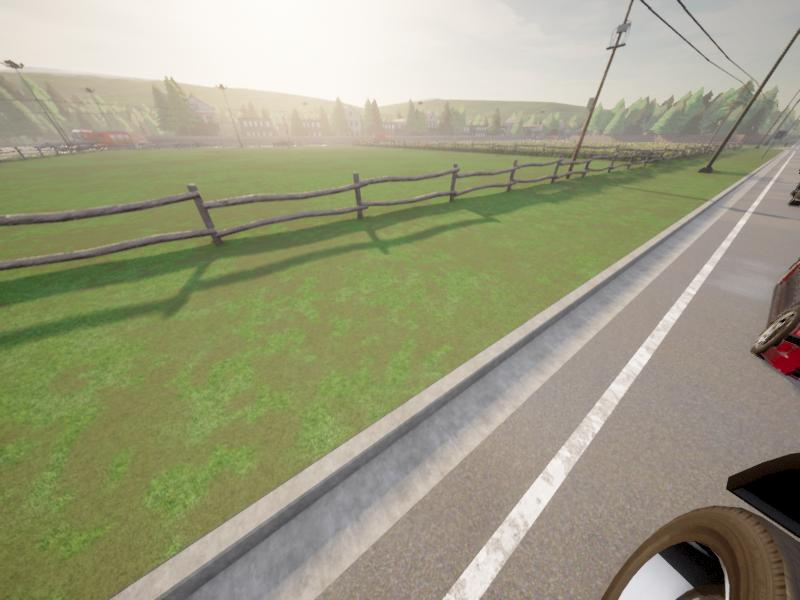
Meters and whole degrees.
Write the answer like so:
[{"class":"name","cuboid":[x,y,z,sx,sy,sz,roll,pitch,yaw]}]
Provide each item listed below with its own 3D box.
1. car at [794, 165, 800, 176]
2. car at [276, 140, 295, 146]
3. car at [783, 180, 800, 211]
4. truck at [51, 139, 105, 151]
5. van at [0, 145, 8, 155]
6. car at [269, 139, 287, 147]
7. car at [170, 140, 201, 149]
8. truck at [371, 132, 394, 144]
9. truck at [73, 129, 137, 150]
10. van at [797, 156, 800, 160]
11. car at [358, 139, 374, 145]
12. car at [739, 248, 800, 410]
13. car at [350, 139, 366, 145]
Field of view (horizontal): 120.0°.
[{"class":"car","cuboid":[29.883,-9.519,15.968,4.792,1.488,2.163,-22,41,-28]},{"class":"car","cuboid":[-36.524,-50.192,73.824,4.792,1.488,2.163,-22,41,-28]},{"class":"car","cuboid":[17.241,-4.467,8.749,5.027,1.651,2.152,-22,41,-28]},{"class":"truck","cuboid":[-70.191,-34.025,50.542,2.390,2.098,6.274,18,39,24]},{"class":"van","cuboid":[-67.316,-24.388,36.950,2.069,2.038,4.480,-13,37,-18]},{"class":"car","cuboid":[-34.360,-44.389,65.261,3.866,1.878,1.905,-22,41,-28]},{"class":"car","cuboid":[-53.661,-39.024,57.949,5.238,1.638,1.930,-22,41,-28]},{"class":"truck","cuboid":[-6.508,-61.248,87.304,8.468,3.827,2.891,-22,41,-28]},{"class":"truck","cuboid":[-69.721,-38.255,55.029,8.468,3.827,2.891,-29,44,-34]},{"class":"van","cuboid":[48.199,-17.309,26.096,6.366,2.431,2.351,-22,41,-28]},{"class":"car","cuboid":[-11.960,-55.673,81.420,5.366,1.575,1.801,-22,41,-28]},{"class":"car","cuboid":[6.102,0.159,2.506,4.181,1.385,1.994,-21,41,-28]},{"class":"car","cuboid":[-15.052,-56.887,83.157,5.008,1.535,1.882,-22,41,-28]}]
